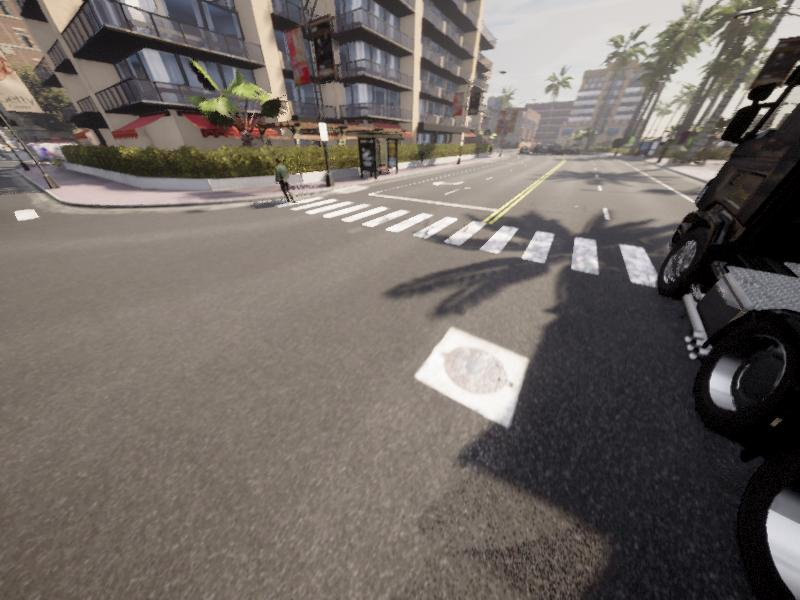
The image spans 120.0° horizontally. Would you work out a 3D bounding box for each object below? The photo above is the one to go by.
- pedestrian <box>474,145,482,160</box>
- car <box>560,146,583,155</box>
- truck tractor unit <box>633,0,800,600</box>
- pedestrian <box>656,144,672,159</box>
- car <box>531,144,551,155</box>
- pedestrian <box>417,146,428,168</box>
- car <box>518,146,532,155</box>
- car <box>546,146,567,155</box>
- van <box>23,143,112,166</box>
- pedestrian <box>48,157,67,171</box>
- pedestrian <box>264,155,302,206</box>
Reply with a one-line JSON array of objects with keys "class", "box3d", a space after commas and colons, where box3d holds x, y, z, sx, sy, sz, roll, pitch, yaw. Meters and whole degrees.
[{"class": "pedestrian", "box3d": [11.842, -22.461, 35.108, 0.751, 1.860, 0.751, 22, 40, 29]}, {"class": "car", "box3d": [38.869, -34.074, 52.580, 2.152, 1.651, 5.027, 5, 35, 8]}, {"class": "truck tractor unit", "box3d": [4.610, -0.624, 1.256, 3.053, 4.208, 6.516, 23, 41, 30]}, {"class": "pedestrian", "box3d": [40.658, -22.922, 35.635, 0.751, 1.860, 0.751, 15, 37, 21]}, {"class": "car", "box3d": [31.506, -33.753, 51.749, 2.150, 2.045, 5.566, 8, 35, 12]}, {"class": "pedestrian", "box3d": [2.323, -14.763, 23.841, 0.751, 1.860, 0.751, 20, 39, 27]}, {"class": "car", "box3d": [27.755, -33.235, 51.402, 1.851, 1.617, 3.988, 8, 35, 12]}, {"class": "car", "box3d": [34.935, -33.519, 51.724, 2.242, 1.667, 4.611, 8, 35, 11]}, {"class": "van", "box3d": [-45.432, -20.197, 31.889, 2.351, 2.431, 6.366, 20, 39, 27]}, {"class": "pedestrian", "box3d": [-33.539, -13.347, 22.624, 0.500, 1.100, 0.500, 20, 39, 27]}, {"class": "pedestrian", "box3d": [-5.113, -5.267, 10.191, 0.751, 1.860, 0.751, 21, 40, 28]}]
